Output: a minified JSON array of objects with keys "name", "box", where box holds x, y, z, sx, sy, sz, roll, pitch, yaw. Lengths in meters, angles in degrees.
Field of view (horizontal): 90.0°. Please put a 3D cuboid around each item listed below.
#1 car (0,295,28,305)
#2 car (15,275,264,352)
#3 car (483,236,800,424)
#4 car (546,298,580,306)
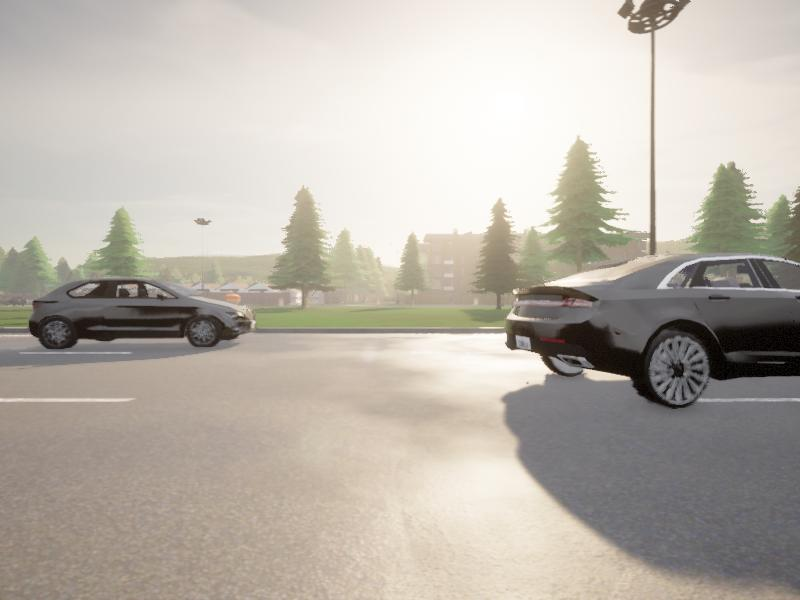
[{"name":"car","box":[-71.156,0.042,72.993,4.605,1.855,1.932,0,0,0]},{"name":"car","box":[-5.360,0.253,8.753,4.193,1.474,1.816,0,0,-6]},{"name":"car","box":[3.703,0.237,4.712,4.902,1.511,2.128,0,0,-11]},{"name":"car","box":[25.922,0.348,63.696,4.718,1.301,1.895,0,0,0]}]
